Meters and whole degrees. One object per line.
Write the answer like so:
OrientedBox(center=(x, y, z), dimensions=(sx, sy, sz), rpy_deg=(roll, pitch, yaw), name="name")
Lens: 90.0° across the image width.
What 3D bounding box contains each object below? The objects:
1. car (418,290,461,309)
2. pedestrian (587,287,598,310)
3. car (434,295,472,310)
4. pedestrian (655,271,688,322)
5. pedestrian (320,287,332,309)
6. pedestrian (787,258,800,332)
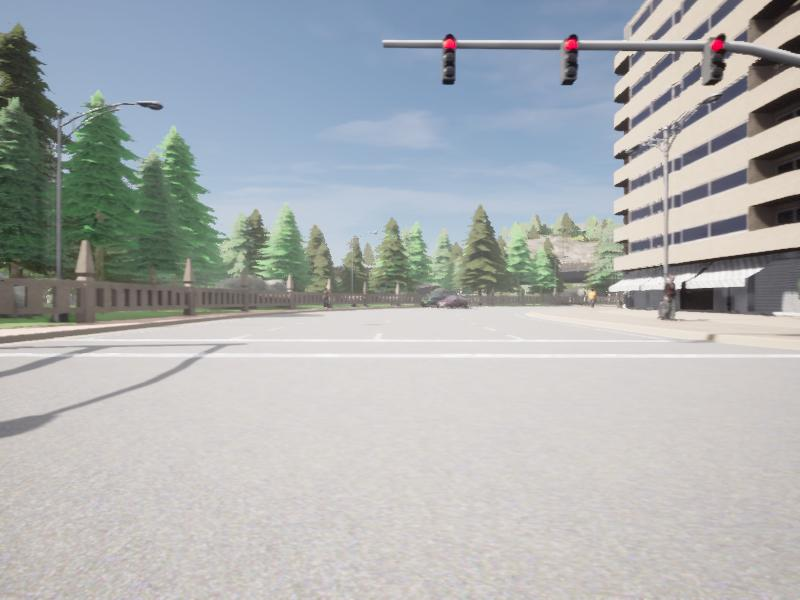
OrientedBox(center=(4.585, -0.078, 45.909), dimensions=(2.150, 2.045, 5.566), rpy_deg=(0, 0, 41), name="car")
OrientedBox(center=(15.731, -0.127, 32.652), dimensions=(0.751, 1.860, 0.751), rpy_deg=(0, 0, 30), name="pedestrian")
OrientedBox(center=(5.515, 0.229, 41.359), dimensions=(1.812, 1.442, 4.674), rpy_deg=(0, 0, 37), name="car")
OrientedBox(center=(10.324, -0.129, 15.243), dimensions=(0.751, 1.860, 0.751), rpy_deg=(0, 0, -2), name="pedestrian")
OrientedBox(center=(-6.159, -0.177, 33.351), dimensions=(0.751, 1.860, 0.751), rpy_deg=(0, 0, 19), name="pedestrian")
OrientedBox(center=(10.519, -0.125, 10.123), dimensions=(0.751, 1.860, 0.751), rpy_deg=(0, 0, 5), name="pedestrian")
